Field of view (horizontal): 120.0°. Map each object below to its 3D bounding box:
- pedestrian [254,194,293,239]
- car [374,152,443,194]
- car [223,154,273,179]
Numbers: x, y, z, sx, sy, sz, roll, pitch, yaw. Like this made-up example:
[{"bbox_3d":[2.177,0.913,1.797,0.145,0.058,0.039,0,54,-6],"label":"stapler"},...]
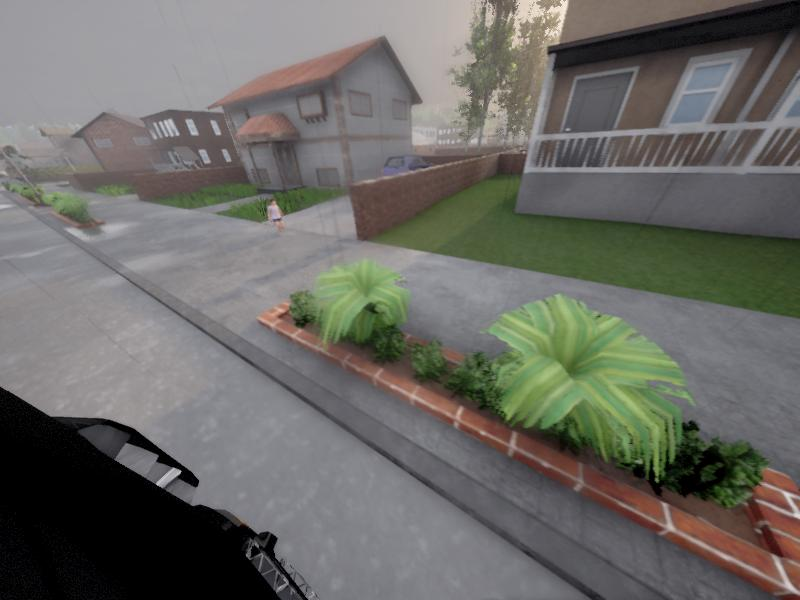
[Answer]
[{"bbox_3d":[-3.621,-2.411,6.681,0.500,1.100,0.500,19,39,30],"label":"pedestrian"},{"bbox_3d":[0.585,-6.619,11.906,1.845,1.501,3.633,17,38,27],"label":"car"},{"bbox_3d":[-14.413,-12.700,22.015,3.866,1.878,1.905,17,38,27],"label":"car"}]
